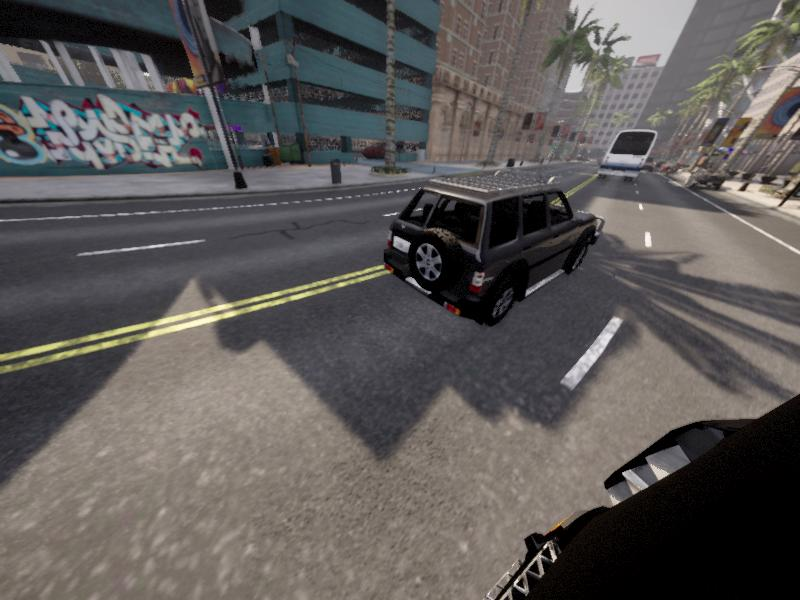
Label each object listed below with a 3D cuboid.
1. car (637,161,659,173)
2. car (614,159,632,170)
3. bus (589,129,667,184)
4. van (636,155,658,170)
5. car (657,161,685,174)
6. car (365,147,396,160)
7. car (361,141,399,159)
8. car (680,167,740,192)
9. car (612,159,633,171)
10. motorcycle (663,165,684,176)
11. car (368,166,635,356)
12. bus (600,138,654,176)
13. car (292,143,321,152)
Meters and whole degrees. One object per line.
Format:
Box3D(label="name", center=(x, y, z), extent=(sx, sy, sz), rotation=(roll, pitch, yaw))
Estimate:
Box3D(label="car", center=(44.070, -23.792, 41.190), extent=(2.038, 1.542, 4.974), rotation=(27, 40, 31))
Box3D(label="car", center=(47.441, -28.854, 49.127), extent=(2.152, 1.651, 5.027), rotation=(28, 41, 32))
Box3D(label="bus", center=(24.815, -15.882, 25.542), extent=(3.944, 4.253, 10.273), rotation=(27, 41, 31))
Box3D(label="van", center=(50.882, -28.458, 47.702), extent=(1.988, 2.561, 5.915), rotation=(28, 41, 32))
Box3D(label="car", center=(47.543, -23.383, 40.639), extent=(2.185, 1.767, 4.553), rotation=(27, 41, 31))
Box3D(label="car", center=(-2.830, -21.959, 34.670), extent=(2.007, 1.523, 4.514), rotation=(27, 41, 31))
Box3D(label="car", center=(-2.850, -22.260, 34.413), extent=(2.435, 2.045, 5.566), rotation=(27, 41, 31))
Box3D(label="car", center=(28.654, -11.379, 21.611), extent=(2.231, 1.521, 4.892), rotation=(27, 41, 31))
Box3D(label="car", center=(42.160, -25.663, 43.753), extent=(2.152, 1.651, 5.027), rotation=(27, 41, 31))
Box3D(label="motorcycle", center=(42.689, -20.226, 36.091), extent=(2.356, 1.277, 0.764), rotation=(-9, 36, -18))
Box3D(label="car", center=(1.936, -1.254, 4.211), extent=(4.605, 1.855, 1.932), rotation=(-22, 42, -32))
Box3D(label="bus", center=(34.385, -21.917, 35.234), extent=(3.944, 4.253, 10.273), rotation=(27, 41, 31))
Box3D(label="car", center=(-17.533, -28.759, 43.645), extent=(1.895, 1.301, 4.718), rotation=(27, 41, 31))
